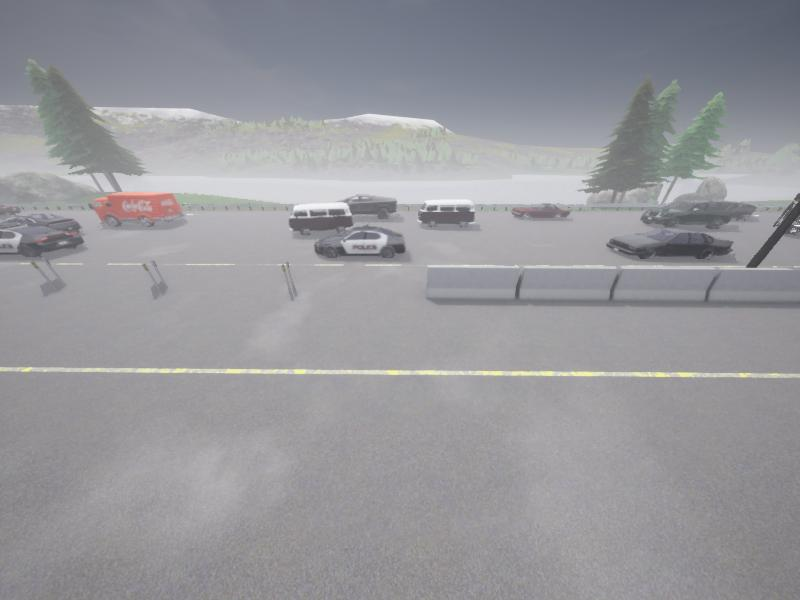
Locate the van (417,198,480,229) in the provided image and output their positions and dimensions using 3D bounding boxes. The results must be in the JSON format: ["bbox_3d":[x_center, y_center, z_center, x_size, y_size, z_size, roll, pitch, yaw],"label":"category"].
[{"bbox_3d":[3.746,-6.989,18.670,4.480,2.038,2.069,0,30,1],"label":"van"}]

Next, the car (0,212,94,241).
[{"bbox_3d":[-25.407,-5.162,16.034,4.902,1.511,2.128,0,30,1],"label":"car"}]

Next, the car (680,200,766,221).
[{"bbox_3d":[29.989,-8.381,21.595,4.514,1.525,2.007,0,30,0],"label":"car"}]

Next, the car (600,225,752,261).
[{"bbox_3d":[14.739,-3.152,12.670,5.357,1.411,2.033,0,30,1],"label":"car"}]

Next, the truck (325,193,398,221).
[{"bbox_3d":[-3.387,-8.801,21.750,6.274,2.098,2.390,0,30,1],"label":"truck"}]

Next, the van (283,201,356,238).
[{"bbox_3d":[-5.608,-5.864,16.722,4.480,2.038,2.069,-6,30,-10],"label":"van"}]

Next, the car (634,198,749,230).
[{"bbox_3d":[22.991,-6.891,18.497,5.566,2.045,2.150,0,30,0],"label":"car"}]

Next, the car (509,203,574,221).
[{"bbox_3d":[13.183,-8.366,21.801,4.718,1.301,1.895,0,30,1],"label":"car"}]

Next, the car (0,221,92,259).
[{"bbox_3d":[-21.420,-3.401,12.962,4.974,1.542,2.038,0,30,1],"label":"car"}]

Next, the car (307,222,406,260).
[{"bbox_3d":[-2.160,-3.301,12.787,4.974,1.542,2.038,0,30,1],"label":"car"}]

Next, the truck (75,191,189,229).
[{"bbox_3d":[-21.673,-7.488,19.106,5.204,2.467,2.627,-2,30,-3],"label":"truck"}]

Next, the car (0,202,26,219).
[{"bbox_3d":[-40.274,-8.651,22.283,4.718,1.301,1.895,0,30,1],"label":"car"}]

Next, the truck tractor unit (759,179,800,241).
[{"bbox_3d":[30.032,-6.030,14.826,6.516,4.208,3.053,1,30,1],"label":"truck tractor unit"}]
